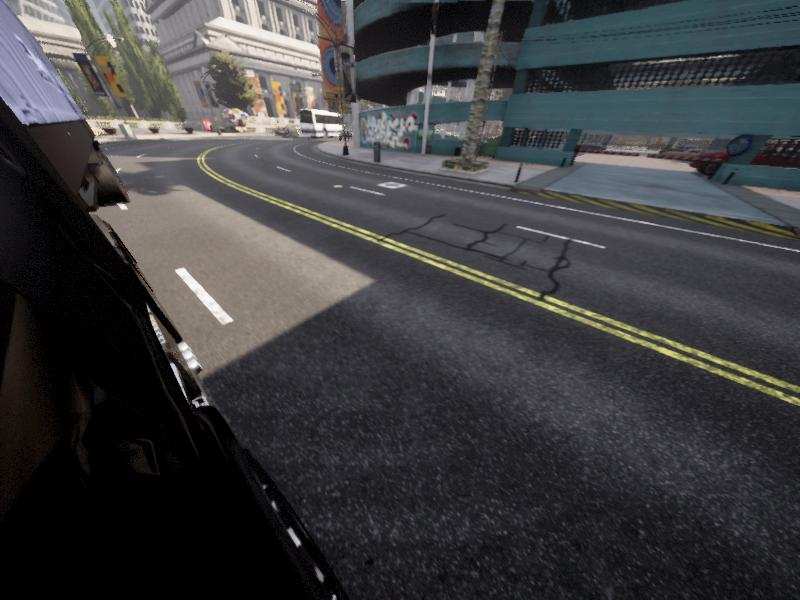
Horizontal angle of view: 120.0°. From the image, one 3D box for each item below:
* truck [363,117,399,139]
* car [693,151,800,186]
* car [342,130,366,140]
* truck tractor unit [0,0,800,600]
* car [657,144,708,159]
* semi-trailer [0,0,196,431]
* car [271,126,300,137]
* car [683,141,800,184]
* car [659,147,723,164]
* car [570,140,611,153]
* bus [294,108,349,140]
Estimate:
[{"bbox_3d":[-4.157,-38.700,52.184,2.891,3.827,8.468,26,43,29],"label":"truck"},{"bbox_3d":[24.860,-9.511,16.527,4.514,1.523,2.007,27,43,29],"label":"car"},{"bbox_3d":[-9.277,-33.740,47.139,2.038,1.542,4.974,21,40,23],"label":"car"},{"bbox_3d":[-2.645,-0.295,0.352,6.516,4.208,3.053,28,44,30],"label":"truck tractor unit"},{"bbox_3d":[43.581,-23.054,35.822,4.786,1.482,2.161,27,43,29],"label":"car"},{"bbox_3d":[-8.400,-3.778,4.518,14.254,4.402,2.717,32,46,33],"label":"semi-trailer"},{"bbox_3d":[-22.141,-32.693,44.847,2.242,1.667,4.611,15,38,16],"label":"car"},{"bbox_3d":[24.829,-9.849,16.322,5.566,2.045,2.435,27,43,29],"label":"car"},{"bbox_3d":[35.902,-18.037,28.709,4.718,1.301,1.895,27,43,29],"label":"car"},{"bbox_3d":[32.019,-25.908,38.899,4.902,1.511,2.128,27,43,29],"label":"car"},{"bbox_3d":[-14.570,-33.732,44.534,3.944,4.253,10.273,16,39,17],"label":"bus"}]
